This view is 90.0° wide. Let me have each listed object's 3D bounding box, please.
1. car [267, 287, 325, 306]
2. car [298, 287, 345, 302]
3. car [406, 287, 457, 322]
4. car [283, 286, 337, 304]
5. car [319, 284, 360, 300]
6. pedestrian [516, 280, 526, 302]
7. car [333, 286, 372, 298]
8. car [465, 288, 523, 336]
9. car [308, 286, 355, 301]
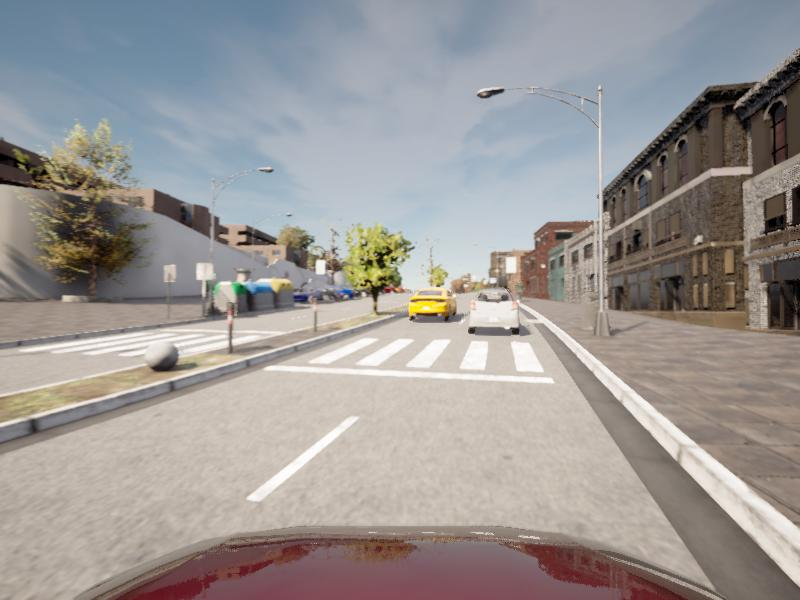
[{"bbox_3d":[-9.128,-0.362,35.535,4.792,1.488,2.163,-1,2,-9],"label":"car"},{"bbox_3d":[-8.051,-0.590,41.356,4.674,1.452,2.002,-1,2,-10],"label":"car"},{"bbox_3d":[1.757,0.134,20.401,1.882,1.535,5.008,0,2,13],"label":"car"},{"bbox_3d":[-8.552,-0.512,38.441,4.892,1.521,2.231,-1,2,-9],"label":"car"},{"bbox_3d":[-7.143,-0.987,47.169,4.553,1.767,2.185,-1,2,-11],"label":"car"},{"bbox_3d":[10.387,-0.794,34.410,0.751,1.860,0.751,0,-2,13],"label":"pedestrian"},{"bbox_3d":[-6.273,-1.089,53.017,4.892,1.521,2.231,-1,2,-12],"label":"car"},{"bbox_3d":[3.508,0.337,14.887,1.845,1.501,3.633,0,2,14],"label":"car"},{"bbox_3d":[-7.560,-0.747,44.261,5.008,1.535,2.097,-1,2,-10],"label":"car"}]
